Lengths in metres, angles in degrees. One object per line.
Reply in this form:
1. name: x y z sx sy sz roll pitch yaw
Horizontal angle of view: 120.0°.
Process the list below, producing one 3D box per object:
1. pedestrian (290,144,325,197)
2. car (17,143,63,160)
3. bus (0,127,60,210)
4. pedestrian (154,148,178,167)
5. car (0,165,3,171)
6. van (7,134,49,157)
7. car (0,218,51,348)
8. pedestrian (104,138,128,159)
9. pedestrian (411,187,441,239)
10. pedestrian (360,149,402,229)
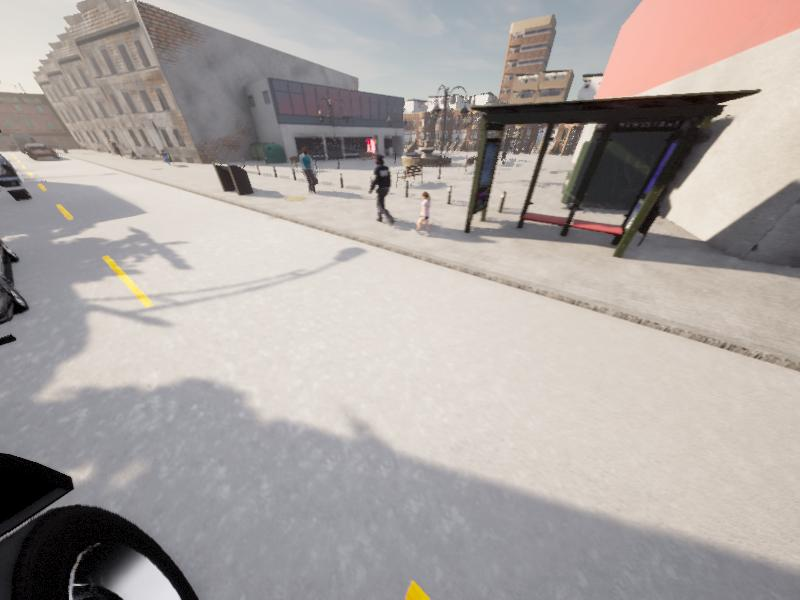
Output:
1. pedestrian: -3.878 -5.490 9.831 0.751 1.860 0.751 29 44 34
2. car: -41.453 -17.123 26.566 4.792 1.488 2.163 22 41 28
3. bus: -19.378 -6.568 9.370 10.273 4.253 3.944 22 41 28
4. pedestrian: -19.762 -12.058 19.499 0.751 1.300 0.751 18 39 23
5. car: -32.658 -10.909 17.467 3.866 1.878 1.905 22 41 28
6. van: -53.661 -22.370 33.293 5.915 2.561 1.988 22 41 28
7. car: -7.715 -0.562 3.432 5.357 1.411 2.033 22 41 28
8. pedestrian: -31.355 -16.728 25.540 0.751 1.860 0.751 18 39 23
9. pedestrian: 0.642 -2.210 5.874 0.500 1.100 0.500 30 45 35
10. pedestrian: -0.475 -3.053 6.401 0.751 1.860 0.751 28 44 33
